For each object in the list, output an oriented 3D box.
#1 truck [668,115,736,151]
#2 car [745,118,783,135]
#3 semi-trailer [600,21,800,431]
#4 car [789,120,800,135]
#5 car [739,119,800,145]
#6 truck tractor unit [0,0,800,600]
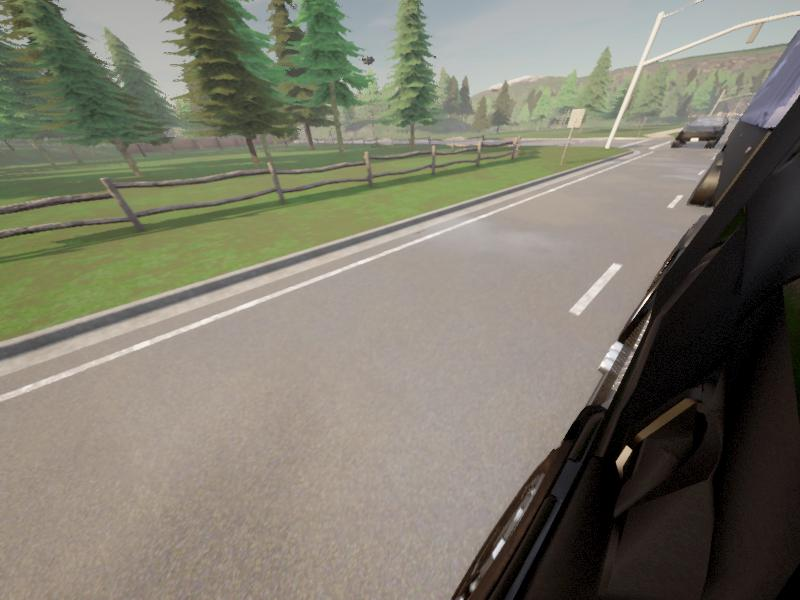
[{"bbox_3d":[25.496,-14.128,19.470,6.274,2.098,2.390,-28,43,-30],"label":"truck"},{"bbox_3d":[46.573,-22.271,29.639,4.974,1.542,2.038,-28,43,-30],"label":"car"},{"bbox_3d":[8.604,-3.643,4.352,14.254,4.402,2.717,-29,44,-31],"label":"semi-trailer"},{"bbox_3d":[47.826,-20.272,26.753,4.856,1.649,2.033,-28,43,-30],"label":"car"},{"bbox_3d":[32.162,-14.735,20.258,5.027,1.651,2.152,-28,43,-30],"label":"car"},{"bbox_3d":[2.645,-0.295,0.351,6.516,4.208,3.053,-28,44,-30],"label":"truck tractor unit"}]
